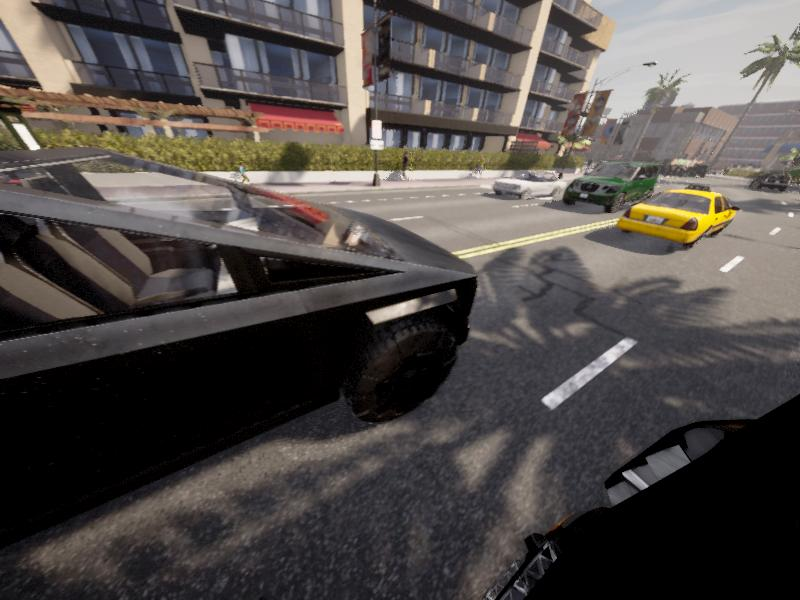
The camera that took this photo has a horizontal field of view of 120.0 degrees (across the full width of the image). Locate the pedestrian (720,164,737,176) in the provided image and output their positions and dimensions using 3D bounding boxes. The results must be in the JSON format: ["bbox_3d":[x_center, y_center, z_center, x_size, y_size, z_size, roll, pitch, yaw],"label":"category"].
[{"bbox_3d":[60.288,-23.836,42.404,0.751,1.860,0.751,7,34,6],"label":"pedestrian"}]

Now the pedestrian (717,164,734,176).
[{"bbox_3d":[60.794,-24.280,43.112,0.751,1.860,0.751,3,34,0],"label":"pedestrian"}]

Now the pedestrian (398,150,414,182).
[{"bbox_3d":[0.366,-9.089,15.696,0.751,1.860,0.751,-14,37,-23],"label":"pedestrian"}]

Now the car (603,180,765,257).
[{"bbox_3d":[9.425,-2.924,7.646,5.366,1.575,1.801,-16,38,-26],"label":"car"}]

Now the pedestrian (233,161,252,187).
[{"bbox_3d":[-7.901,-6.358,11.648,0.500,1.100,0.500,-14,37,-24],"label":"pedestrian"}]

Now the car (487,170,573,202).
[{"bbox_3d":[7.690,-6.805,13.627,4.718,1.301,1.895,-16,38,-26],"label":"car"}]

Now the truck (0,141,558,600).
[{"bbox_3d":[-2.333,0.228,1.547,6.274,2.098,2.390,-16,38,-26],"label":"truck"}]

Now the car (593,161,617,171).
[{"bbox_3d":[42.186,-27.699,47.624,1.970,1.475,3.806,9,34,9],"label":"car"}]

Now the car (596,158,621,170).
[{"bbox_3d":[46.398,-30.342,51.490,1.905,1.878,3.866,5,34,4],"label":"car"}]

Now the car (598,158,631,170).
[{"bbox_3d":[50.017,-31.947,54.028,2.150,2.045,5.566,2,34,-2],"label":"car"}]

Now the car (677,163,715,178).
[{"bbox_3d":[49.336,-21.682,38.632,1.905,1.878,3.866,15,36,18],"label":"car"}]

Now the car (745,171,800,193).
[{"bbox_3d":[38.659,-12.406,24.102,1.851,1.617,3.988,28,41,33],"label":"car"}]

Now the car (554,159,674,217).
[{"bbox_3d":[10.759,-5.764,11.606,5.566,2.045,2.150,-17,38,-27],"label":"car"}]

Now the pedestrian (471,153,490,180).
[{"bbox_3d":[6.669,-11.106,19.207,0.751,1.860,0.751,-16,38,-26],"label":"pedestrian"}]

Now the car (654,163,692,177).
[{"bbox_3d":[45.678,-21.859,38.821,2.242,1.667,4.611,16,35,19],"label":"car"}]

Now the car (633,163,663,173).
[{"bbox_3d":[48.696,-25.906,45.407,1.994,1.385,4.181,9,34,9],"label":"car"}]
